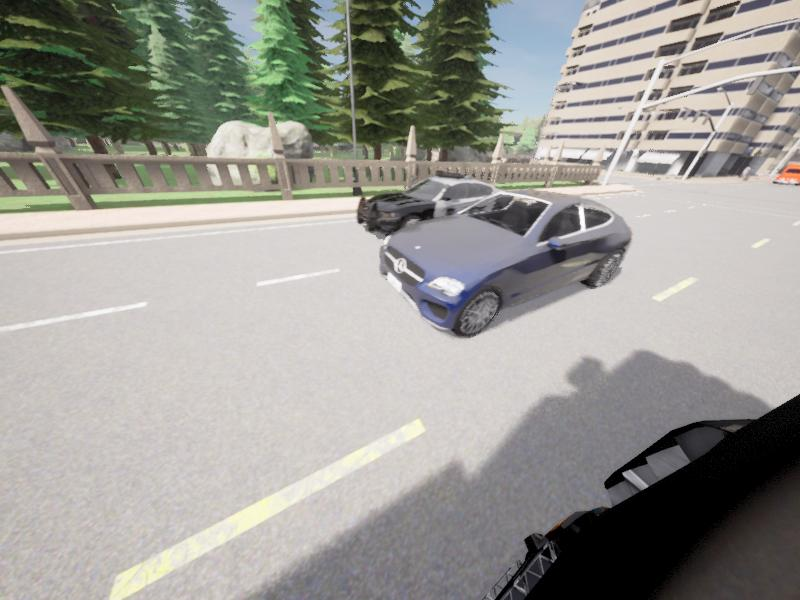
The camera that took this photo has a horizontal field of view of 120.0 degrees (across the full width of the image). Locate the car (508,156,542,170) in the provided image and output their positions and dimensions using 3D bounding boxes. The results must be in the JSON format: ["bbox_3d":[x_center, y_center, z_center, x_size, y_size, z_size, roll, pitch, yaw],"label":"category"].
[{"bbox_3d":[20.756,-22.956,38.537,2.242,1.667,4.611,-8,35,-15],"label":"car"}]

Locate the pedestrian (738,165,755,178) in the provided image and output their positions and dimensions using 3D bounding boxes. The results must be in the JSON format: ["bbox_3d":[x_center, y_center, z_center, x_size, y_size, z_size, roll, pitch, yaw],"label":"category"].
[{"bbox_3d":[59.686,-22.122,39.849,0.751,1.860,0.751,-17,38,-27],"label":"pedestrian"}]

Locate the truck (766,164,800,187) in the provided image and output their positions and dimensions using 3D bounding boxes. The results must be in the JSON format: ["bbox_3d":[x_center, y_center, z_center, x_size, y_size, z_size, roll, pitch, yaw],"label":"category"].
[{"bbox_3d":[54.128,-17.144,31.665,5.204,2.467,2.627,-15,38,-24],"label":"truck"}]

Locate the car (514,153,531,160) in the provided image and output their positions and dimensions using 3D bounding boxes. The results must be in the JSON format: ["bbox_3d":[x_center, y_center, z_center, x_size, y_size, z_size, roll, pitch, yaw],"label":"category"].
[{"bbox_3d":[44.330,-51.908,83.651,5.566,2.045,2.150,-14,37,-24],"label":"car"}]

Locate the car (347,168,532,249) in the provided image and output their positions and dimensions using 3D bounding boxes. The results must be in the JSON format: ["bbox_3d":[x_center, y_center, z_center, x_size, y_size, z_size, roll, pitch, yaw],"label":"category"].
[{"bbox_3d":[1.275,-3.057,7.175,5.238,1.638,1.930,-15,37,-24],"label":"car"}]

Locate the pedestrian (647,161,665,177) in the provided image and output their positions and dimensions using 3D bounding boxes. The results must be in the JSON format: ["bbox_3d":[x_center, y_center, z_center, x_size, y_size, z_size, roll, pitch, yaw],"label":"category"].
[{"bbox_3d":[34.845,-17.878,31.460,0.751,1.860,0.751,-11,36,-20],"label":"pedestrian"}]

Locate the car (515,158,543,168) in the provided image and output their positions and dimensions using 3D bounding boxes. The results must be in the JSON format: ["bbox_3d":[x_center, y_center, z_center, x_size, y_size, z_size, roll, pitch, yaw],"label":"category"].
[{"bbox_3d":[23.389,-24.983,42.069,1.994,1.385,4.181,-5,34,-11],"label":"car"}]

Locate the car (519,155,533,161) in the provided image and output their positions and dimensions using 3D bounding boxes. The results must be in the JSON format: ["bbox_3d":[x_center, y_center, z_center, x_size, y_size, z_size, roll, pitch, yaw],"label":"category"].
[{"bbox_3d":[43.841,-49.347,80.296,4.674,1.442,1.812,-14,37,-24],"label":"car"}]

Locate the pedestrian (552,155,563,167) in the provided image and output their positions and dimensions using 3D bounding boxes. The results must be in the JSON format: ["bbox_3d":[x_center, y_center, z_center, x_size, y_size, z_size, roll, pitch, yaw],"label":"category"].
[{"bbox_3d":[29.625,-26.107,43.472,0.751,1.860,0.751,-2,34,-8],"label":"pedestrian"}]

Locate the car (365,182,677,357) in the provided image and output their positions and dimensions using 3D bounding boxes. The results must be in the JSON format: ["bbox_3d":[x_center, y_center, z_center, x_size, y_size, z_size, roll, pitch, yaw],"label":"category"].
[{"bbox_3d":[2.146,-1.083,4.282,5.027,1.651,2.152,-15,37,-24],"label":"car"}]
